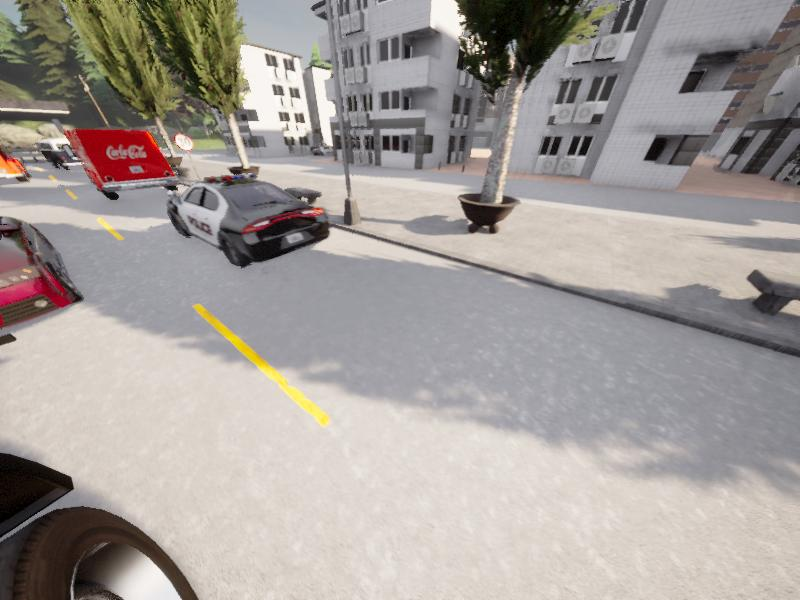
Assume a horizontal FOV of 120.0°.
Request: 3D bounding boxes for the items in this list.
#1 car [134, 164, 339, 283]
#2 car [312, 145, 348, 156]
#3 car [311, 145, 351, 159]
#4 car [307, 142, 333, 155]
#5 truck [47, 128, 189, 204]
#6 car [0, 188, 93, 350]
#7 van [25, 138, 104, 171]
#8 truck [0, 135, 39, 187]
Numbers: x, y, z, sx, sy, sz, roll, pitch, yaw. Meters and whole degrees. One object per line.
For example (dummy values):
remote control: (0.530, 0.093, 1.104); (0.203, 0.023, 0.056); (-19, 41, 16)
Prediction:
car: (-4.122, -2.276, 5.787); (4.974, 1.542, 2.038); (23, 41, 28)
car: (-9.904, -21.352, 32.880); (4.536, 1.218, 1.853); (-14, 38, -20)
car: (-9.858, -21.236, 32.988); (4.974, 1.542, 2.038); (-14, 38, -20)
car: (-11.928, -22.543, 34.405); (1.845, 1.501, 3.633); (-28, 44, -34)
truck: (-12.915, -6.339, 10.667); (5.204, 2.467, 2.627); (23, 41, 28)
car: (-6.929, -0.552, 3.455); (4.181, 1.385, 1.994); (23, 41, 29)
van: (-26.982, -11.766, 18.634); (4.480, 2.038, 2.069); (17, 38, 22)
truck: (-23.299, -7.829, 12.700); (5.204, 2.467, 2.627); (23, 41, 28)
